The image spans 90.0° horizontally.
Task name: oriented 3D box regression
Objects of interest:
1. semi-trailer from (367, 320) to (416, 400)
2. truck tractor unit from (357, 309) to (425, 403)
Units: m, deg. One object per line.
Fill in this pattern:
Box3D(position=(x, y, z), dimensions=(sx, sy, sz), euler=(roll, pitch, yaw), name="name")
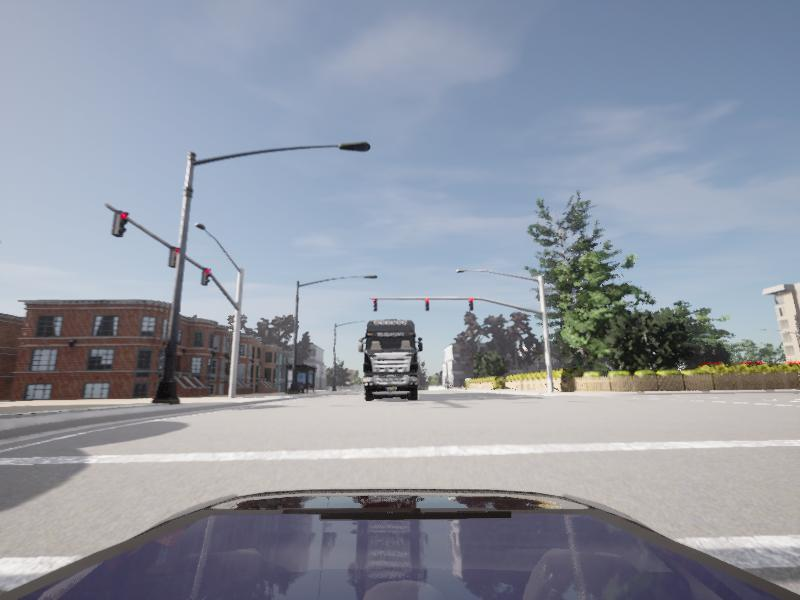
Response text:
Box3D(position=(-0.618, 4.831, 29.293), dimensions=(2.717, 4.402, 14.254), euler=(-1, -12, -1), name="semi-trailer")
Box3D(position=(-0.474, 3.234, 21.546), dimensions=(3.053, 4.208, 6.516), euler=(-1, -13, -1), name="truck tractor unit")
